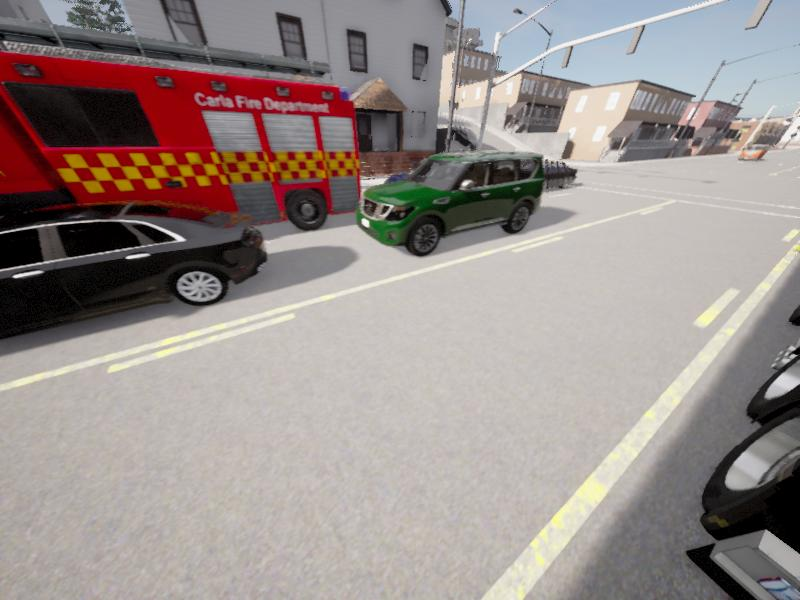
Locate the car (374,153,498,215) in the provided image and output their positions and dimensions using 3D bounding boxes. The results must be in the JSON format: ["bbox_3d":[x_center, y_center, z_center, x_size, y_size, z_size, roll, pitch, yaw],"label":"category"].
[{"bbox_3d":[1.482,-5.041,9.708,4.553,1.767,2.097,-18,39,-24],"label":"car"}]

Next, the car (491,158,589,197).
[{"bbox_3d":[7.819,-6.946,12.864,5.357,1.411,2.033,-20,40,-26],"label":"car"}]

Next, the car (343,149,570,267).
[{"bbox_3d":[1.602,-2.878,6.377,5.566,2.045,2.150,-18,39,-24],"label":"car"}]

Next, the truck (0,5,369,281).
[{"bbox_3d":[-5.399,-3.646,5.857,8.468,3.827,2.891,-18,39,-24],"label":"truck"}]

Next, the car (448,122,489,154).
[{"bbox_3d":[8.516,-20.332,28.999,1.882,1.535,5.008,-19,61,-25],"label":"car"}]

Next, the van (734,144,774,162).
[{"bbox_3d":[50.507,-21.003,32.971,4.442,1.987,1.775,-18,39,-24],"label":"van"}]

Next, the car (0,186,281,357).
[{"bbox_3d":[-4.784,-0.583,3.498,4.892,1.490,1.837,-18,39,-24],"label":"car"}]

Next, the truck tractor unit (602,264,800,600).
[{"bbox_3d":[5.115,-0.294,0.788,6.516,4.208,3.053,-18,39,-24],"label":"truck tractor unit"}]
